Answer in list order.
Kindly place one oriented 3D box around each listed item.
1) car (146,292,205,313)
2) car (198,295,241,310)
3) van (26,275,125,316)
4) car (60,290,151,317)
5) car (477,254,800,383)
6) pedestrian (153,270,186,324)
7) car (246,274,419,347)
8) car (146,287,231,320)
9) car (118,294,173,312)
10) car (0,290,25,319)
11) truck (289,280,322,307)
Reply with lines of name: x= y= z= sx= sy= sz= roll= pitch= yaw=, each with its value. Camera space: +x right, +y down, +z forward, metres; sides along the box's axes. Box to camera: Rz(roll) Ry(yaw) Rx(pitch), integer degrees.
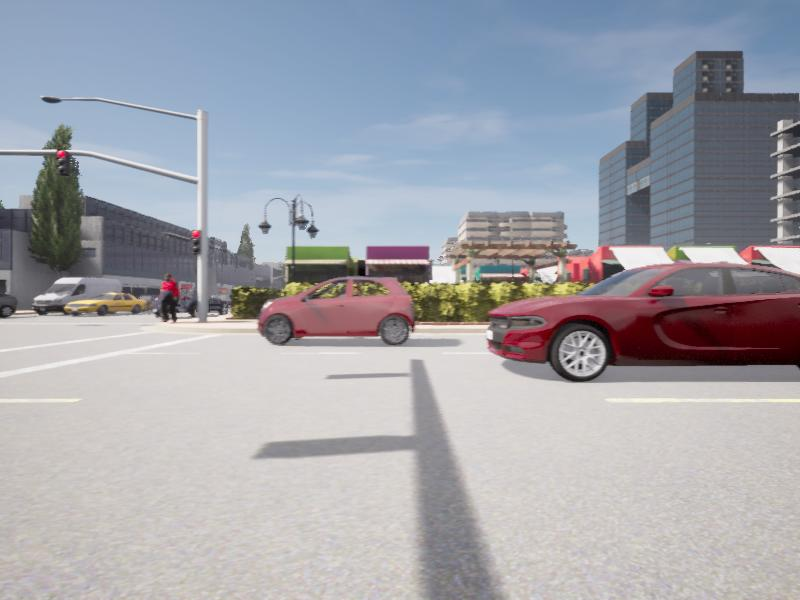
car: x=-18.588 y=0.199 z=33.485 sx=1.801 sy=1.575 sz=5.366 roll=0 pitch=0 yaw=1
car: x=-18.413 y=0.249 z=41.076 sx=2.163 sy=1.488 sz=4.792 roll=0 pitch=0 yaw=1
van: x=-22.219 y=-0.280 z=27.863 sx=1.988 sy=2.561 sz=5.915 roll=0 pitch=0 yaw=1
car: x=-18.726 y=0.199 z=25.824 sx=1.801 sy=1.575 sz=5.366 roll=0 pitch=0 yaw=2
car: x=3.790 y=0.223 z=5.697 sx=5.008 sy=1.535 sz=1.882 roll=0 pitch=0 yaw=0
pedestrian: x=-8.131 y=-0.116 z=14.137 sx=0.751 sy=1.860 sz=0.751 roll=0 pitch=0 yaw=2
car: x=-1.393 y=0.225 z=9.280 sx=3.633 sy=1.501 sz=1.845 roll=0 pitch=0 yaw=3
car: x=-11.867 y=0.179 z=22.978 sx=2.152 sy=1.651 sz=5.027 roll=0 pitch=0 yaw=1
car: x=-22.065 y=0.267 z=34.931 sx=1.812 sy=1.442 sz=4.674 roll=0 pitch=0 yaw=1
car: x=-22.356 y=0.226 z=20.457 sx=2.007 sy=1.525 sz=4.514 roll=0 pitch=0 yaw=2
truck: x=-14.416 y=-0.922 z=61.551 sx=2.891 sy=3.827 sz=8.468 roll=0 pitch=0 yaw=1
